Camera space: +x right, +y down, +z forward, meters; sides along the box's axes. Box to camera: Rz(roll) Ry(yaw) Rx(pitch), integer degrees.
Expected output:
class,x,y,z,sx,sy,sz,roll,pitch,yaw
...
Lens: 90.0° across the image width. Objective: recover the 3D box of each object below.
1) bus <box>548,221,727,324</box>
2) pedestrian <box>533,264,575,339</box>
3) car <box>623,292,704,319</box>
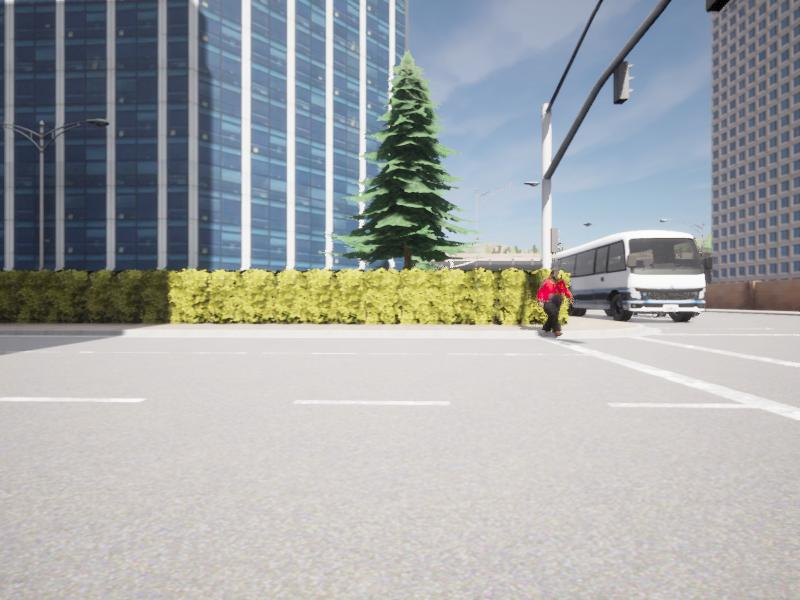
class,x,y,z,sx,sy,sz,roll,pitch,yaw
bus,11.698,-1.126,21.656,3.944,4.253,10.273,0,0,2
pedestrian,3.932,0.040,10.248,0.751,1.860,0.751,0,0,-6
car,15.156,0.280,23.359,1.812,1.442,4.674,0,0,2
